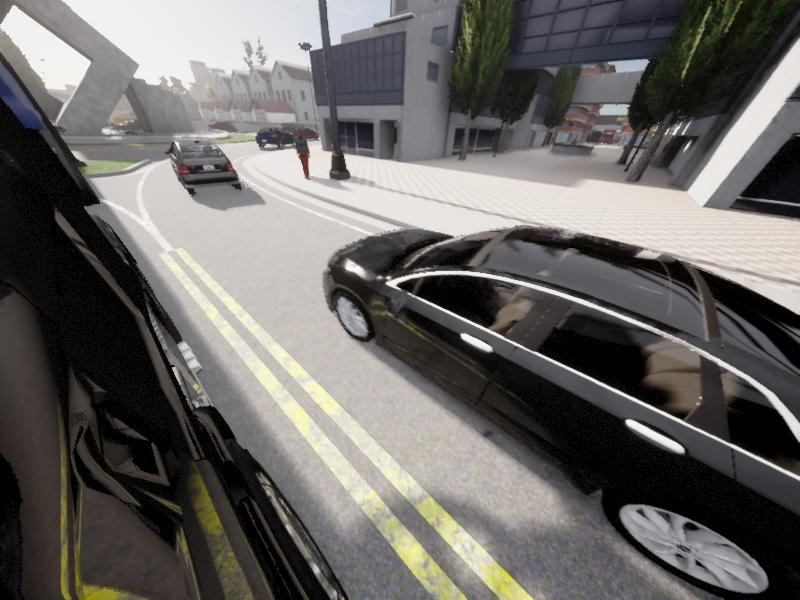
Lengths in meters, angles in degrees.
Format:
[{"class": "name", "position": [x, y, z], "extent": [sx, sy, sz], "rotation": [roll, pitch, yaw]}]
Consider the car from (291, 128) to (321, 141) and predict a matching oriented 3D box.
[{"class": "car", "position": [-14.061, -24.936, 34.782], "extent": [1.994, 1.385, 4.181], "rotation": [12, 38, 12]}]

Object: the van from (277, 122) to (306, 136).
[{"class": "van", "position": [-20.963, -33.093, 44.674], "extent": [4.442, 1.987, 1.775], "rotation": [-21, 43, -28]}]

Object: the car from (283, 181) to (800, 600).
[{"class": "car", "position": [1.155, 0.121, 2.327], "extent": [4.892, 1.490, 1.837], "rotation": [29, 44, 30]}]

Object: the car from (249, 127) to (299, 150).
[{"class": "car", "position": [-12.402, -16.353, 23.256], "extent": [2.152, 1.651, 5.027], "rotation": [4, 37, 1]}]

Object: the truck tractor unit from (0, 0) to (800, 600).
[{"class": "truck tractor unit", "position": [-2.645, -0.295, 0.351], "extent": [6.516, 4.208, 3.053], "rotation": [28, 44, 30]}]

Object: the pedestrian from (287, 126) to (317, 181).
[{"class": "pedestrian", "position": [-4.042, -6.060, 9.615], "extent": [0.751, 1.860, 0.751], "rotation": [-13, 40, -20]}]

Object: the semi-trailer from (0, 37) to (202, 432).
[{"class": "semi-trailer", "position": [-8.723, -3.598, 4.190], "extent": [14.254, 4.402, 2.717], "rotation": [28, 43, 29]}]

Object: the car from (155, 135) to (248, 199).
[{"class": "car", "position": [-7.552, -5.177, 8.761], "extent": [1.789, 1.549, 3.705], "rotation": [-27, 46, -33]}]

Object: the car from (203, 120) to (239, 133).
[{"class": "car", "position": [-33.859, -32.978, 43.835], "extent": [4.553, 1.767, 2.097], "rotation": [-2, 37, -7]}]
